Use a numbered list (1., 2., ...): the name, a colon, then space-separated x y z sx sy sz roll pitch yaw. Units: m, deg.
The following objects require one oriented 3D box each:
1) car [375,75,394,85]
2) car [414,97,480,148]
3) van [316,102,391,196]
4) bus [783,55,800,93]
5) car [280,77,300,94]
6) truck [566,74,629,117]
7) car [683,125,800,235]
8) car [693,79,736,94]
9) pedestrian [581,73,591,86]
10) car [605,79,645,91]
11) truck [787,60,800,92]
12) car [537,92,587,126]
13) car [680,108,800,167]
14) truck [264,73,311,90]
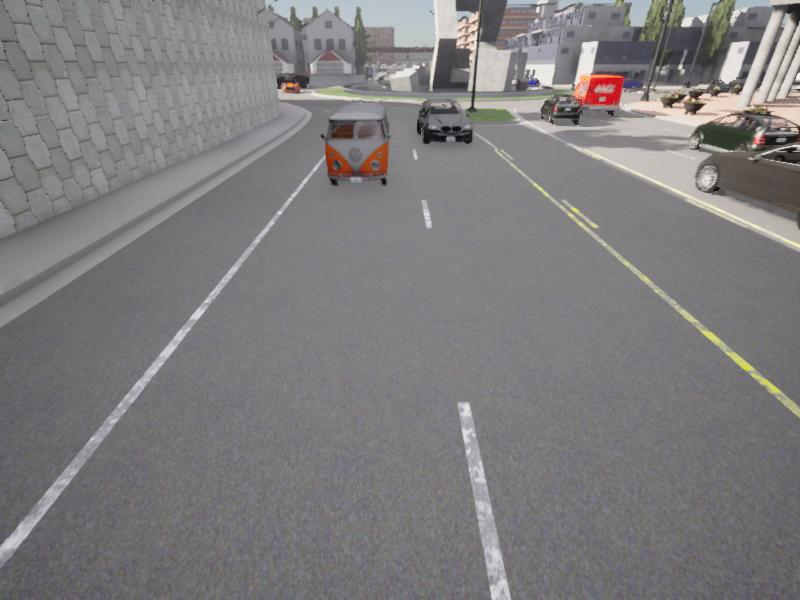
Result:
1. car: -2.972 -42.595 77.392 1.837 1.490 4.892 10 32 17
2. car: 2.037 -8.481 18.860 2.242 1.667 4.611 -2 30 -3
3. van: -1.197 -4.791 12.239 1.775 1.987 4.442 0 30 -1
4. bus: 57.258 -29.203 51.750 10.273 4.253 3.944 -1 30 -1
5. car: -14.032 -27.453 51.204 2.097 1.767 4.553 -6 31 -11
6. truck: 14.143 -14.932 29.111 2.627 2.467 5.204 5 31 9
7. car: 9.401 -2.788 9.168 2.152 1.651 5.027 0 30 0
8. car: 40.437 -27.438 51.435 3.988 1.617 1.851 -7 31 -13
9. pedestrian: 30.313 -35.906 65.256 0.751 1.860 0.751 -16 34 -26
10. car: 32.288 -30.934 57.499 4.674 1.442 1.812 16 34 26
11. truck: 59.302 -30.751 54.822 8.468 3.827 2.891 -1 30 -1
12. car: 9.940 -11.889 24.808 1.789 1.549 3.705 3 30 5
13. car: 12.883 -6.220 15.108 1.789 1.549 3.705 0 30 -1
14. truck: -17.058 -33.472 61.188 6.274 2.098 2.390 -22 37 -32
